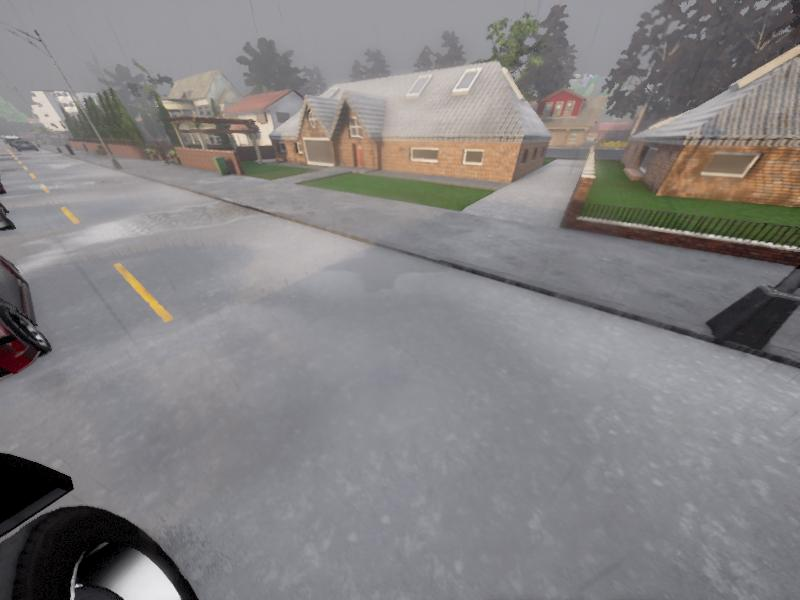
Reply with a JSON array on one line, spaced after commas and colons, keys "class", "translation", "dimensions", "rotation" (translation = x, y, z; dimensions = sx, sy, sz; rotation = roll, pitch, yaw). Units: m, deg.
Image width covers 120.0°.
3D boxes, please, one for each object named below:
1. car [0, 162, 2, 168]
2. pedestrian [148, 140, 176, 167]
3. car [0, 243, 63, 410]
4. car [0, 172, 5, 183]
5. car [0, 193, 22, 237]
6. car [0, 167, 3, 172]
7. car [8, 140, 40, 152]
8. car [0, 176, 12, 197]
[{"class": "car", "translation": [-36.379, -12.277, 19.708], "dimensions": [5.008, 1.535, 1.882], "rotation": [22, 41, 28]}, {"class": "pedestrian", "translation": [-19.893, -12.275, 19.331], "dimensions": [0.751, 1.860, 0.751], "rotation": [21, 40, 27]}, {"class": "car", "translation": [-6.082, 0.129, 2.523], "dimensions": [4.181, 1.385, 1.994], "rotation": [22, 40, 28]}, {"class": "car", "translation": [-25.222, -7.714, 13.376], "dimensions": [4.193, 1.474, 1.816], "rotation": [22, 41, 28]}, {"class": "car", "translation": [-12.974, -2.753, 6.391], "dimensions": [4.514, 1.525, 2.007], "rotation": [22, 41, 28]}, {"class": "car", "translation": [-31.152, -10.147, 16.735], "dimensions": [3.633, 1.501, 1.845], "rotation": [22, 41, 28]}, {"class": "car", "translation": [-66.094, -27.179, 40.608], "dimensions": [4.611, 1.667, 2.242], "rotation": [22, 41, 28]}, {"class": "car", "translation": [-20.071, -5.640, 10.431], "dimensions": [4.514, 1.525, 2.007], "rotation": [22, 41, 28]}]
